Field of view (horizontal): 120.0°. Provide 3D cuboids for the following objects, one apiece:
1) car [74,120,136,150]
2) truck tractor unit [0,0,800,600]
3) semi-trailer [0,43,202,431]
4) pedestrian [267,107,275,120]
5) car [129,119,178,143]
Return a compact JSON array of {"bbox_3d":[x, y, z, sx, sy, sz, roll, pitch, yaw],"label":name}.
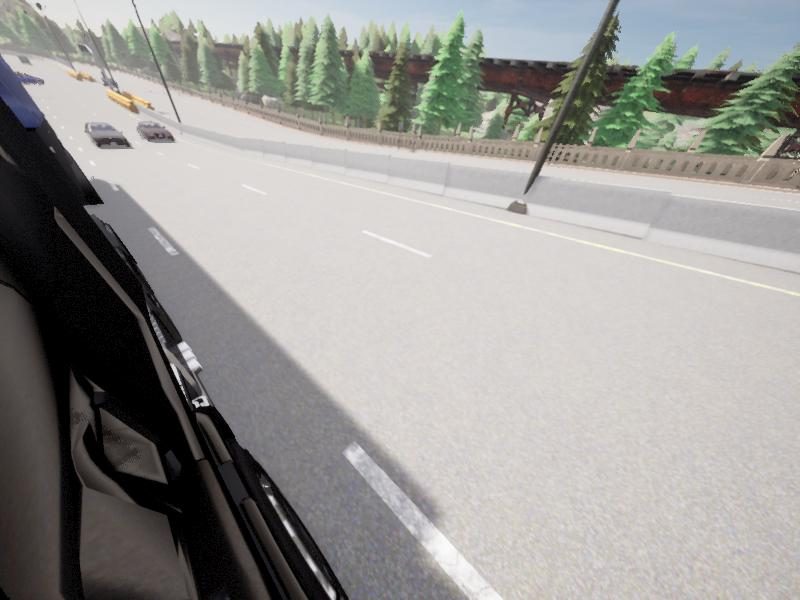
[{"bbox_3d":[-22.755,-12.768,17.786,5.357,1.411,2.033,30,45,28],"label":"car"},{"bbox_3d":[-2.645,-0.295,0.352,6.516,4.208,3.053,28,44,30],"label":"truck tractor unit"},{"bbox_3d":[-8.698,-3.609,4.222,14.254,4.402,2.717,28,44,30],"label":"semi-trailer"},{"bbox_3d":[-24.983,-36.143,44.704,0.751,1.860,0.751,34,46,25],"label":"pedestrian"},{"bbox_3d":[-22.903,-15.687,21.471,4.181,1.385,1.994,30,45,28],"label":"car"}]
